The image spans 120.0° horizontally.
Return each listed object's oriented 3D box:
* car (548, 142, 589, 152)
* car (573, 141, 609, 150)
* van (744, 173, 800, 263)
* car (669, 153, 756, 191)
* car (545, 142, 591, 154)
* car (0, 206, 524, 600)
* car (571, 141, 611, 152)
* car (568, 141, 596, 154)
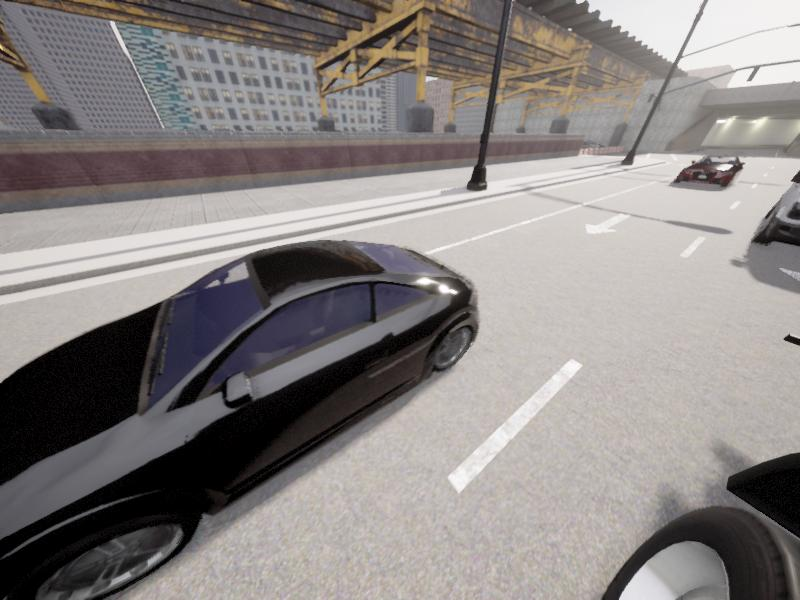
[{"bbox_3d":[25.196,-23.088,34.758,4.536,1.218,1.853,5,36,7],"label":"car"},{"bbox_3d":[32.912,-26.780,39.935,4.536,1.218,1.853,-4,35,-5],"label":"car"},{"bbox_3d":[11.185,-2.716,5.476,5.915,2.561,1.988,-22,41,-28],"label":"van"},{"bbox_3d":[17.228,-7.159,12.739,4.181,1.385,1.994,-22,41,-28],"label":"car"},{"bbox_3d":[25.248,-22.955,34.843,4.974,1.542,2.038,5,36,7],"label":"car"},{"bbox_3d":[-1.090,0.286,2.315,4.181,1.385,1.994,-22,41,-28],"label":"car"},{"bbox_3d":[32.964,-26.655,40.031,4.974,1.542,2.038,-4,35,-5],"label":"car"},{"bbox_3d":[29.018,-24.495,36.999,2.038,1.542,4.974,11,37,15],"label":"car"}]
